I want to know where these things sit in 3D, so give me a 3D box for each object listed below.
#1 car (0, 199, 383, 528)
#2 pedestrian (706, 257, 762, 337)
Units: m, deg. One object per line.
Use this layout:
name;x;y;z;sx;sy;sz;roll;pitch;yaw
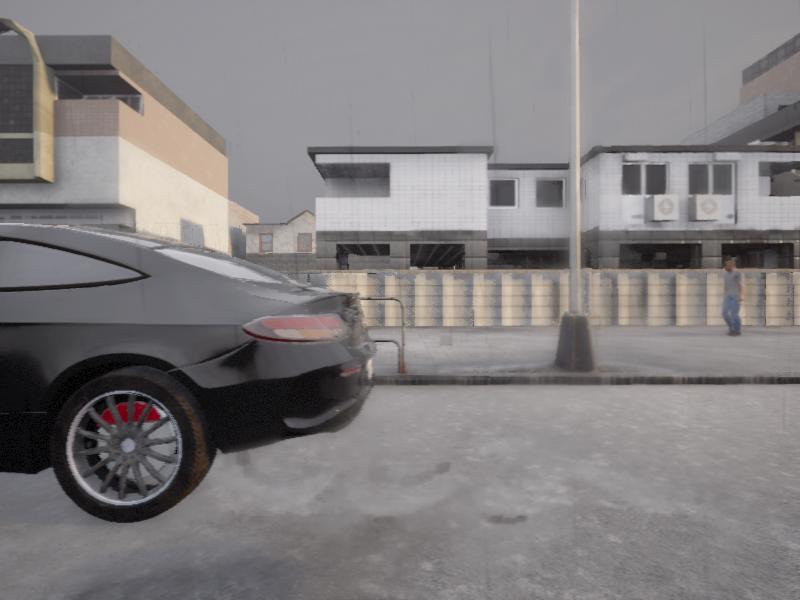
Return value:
car;-2.498;0.277;2.671;4.674;1.442;1.812;0;0;0
pedestrian;8.068;-0.068;9.695;0.751;1.860;0.751;0;0;2
